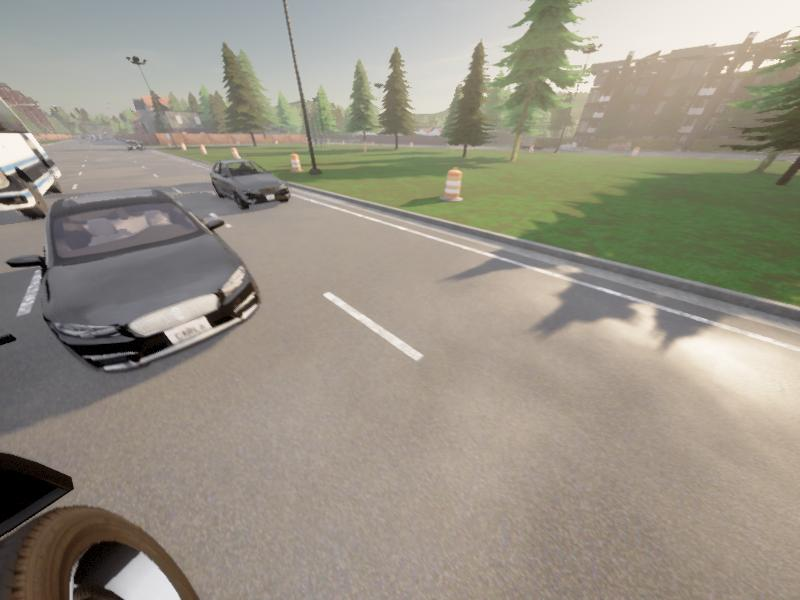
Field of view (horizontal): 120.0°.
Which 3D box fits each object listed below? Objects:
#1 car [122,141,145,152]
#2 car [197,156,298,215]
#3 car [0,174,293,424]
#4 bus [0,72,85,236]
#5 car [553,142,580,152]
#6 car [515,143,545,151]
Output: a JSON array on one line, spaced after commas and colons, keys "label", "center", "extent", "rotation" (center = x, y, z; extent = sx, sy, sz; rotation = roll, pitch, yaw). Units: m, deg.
[{"label": "car", "center": [-44.413, -25.656, 38.499], "extent": [3.806, 1.475, 1.970], "rotation": [30, 45, 35]}, {"label": "car", "center": [-6.157, -4.742, 9.259], "extent": [4.193, 1.474, 1.816], "rotation": [28, 44, 34]}, {"label": "car", "center": [-4.127, -0.852, 3.752], "extent": [4.902, 1.511, 2.128], "rotation": [28, 44, 33]}, {"label": "bus", "center": [-15.014, -5.262, 7.531], "extent": [10.273, 4.253, 3.944], "rotation": [29, 44, 34]}, {"label": "car", "center": [32.276, -29.811, 44.851], "extent": [3.633, 1.501, 1.845], "rotation": [29, 44, 34]}, {"label": "car", "center": [25.841, -30.458, 45.919], "extent": [4.718, 1.301, 1.895], "rotation": [29, 44, 34]}]
